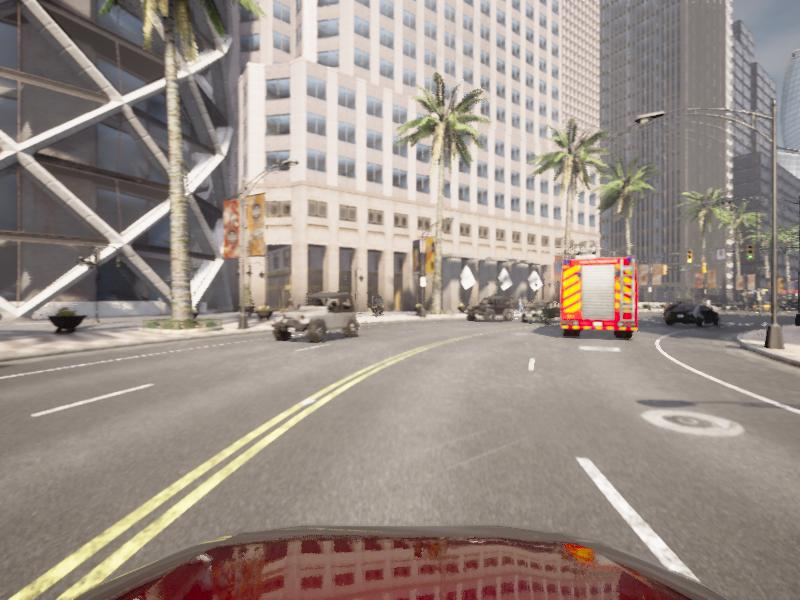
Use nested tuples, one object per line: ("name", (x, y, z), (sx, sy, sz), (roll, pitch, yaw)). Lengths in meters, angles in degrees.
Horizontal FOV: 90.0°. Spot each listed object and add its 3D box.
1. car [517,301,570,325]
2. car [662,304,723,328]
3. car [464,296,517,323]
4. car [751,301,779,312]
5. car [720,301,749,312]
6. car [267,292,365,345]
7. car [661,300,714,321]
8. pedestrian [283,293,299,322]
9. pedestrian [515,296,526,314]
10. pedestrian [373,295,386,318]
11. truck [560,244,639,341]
("car", (10.048, 0.838, 27.894), (3.705, 1.549, 1.789), (0, 0, -40))
("car", (18.728, 0.941, 25.594), (4.181, 1.385, 1.994), (0, 0, -36))
("car", (6.725, 0.667, 29.611), (3.866, 1.878, 1.905), (0, 0, -41))
("car", (52.894, 0.911, 57.916), (5.366, 1.575, 1.801), (0, 0, -35))
("car", (50.692, 0.959, 60.649), (4.902, 1.511, 2.128), (0, 0, -35))
("car", (-3.223, 0.647, 16.109), (1.905, 1.878, 3.866), (0, 0, 25))
("car", (24.613, 0.825, 34.174), (5.027, 1.651, 2.152), (0, 0, -35))
("pedestrian", (-7.281, 0.486, 26.722), (0.751, 1.860, 0.751), (0, 0, 39))
("pedestrian", (12.153, 0.516, 40.469), (0.751, 1.860, 0.751), (0, 0, -20))
("pedestrian", (-1.668, 0.495, 32.843), (0.751, 1.860, 0.751), (0, 0, 34))
("truck", (9.867, -0.300, 20.154), (2.891, 3.827, 8.468), (0, 0, 25))
